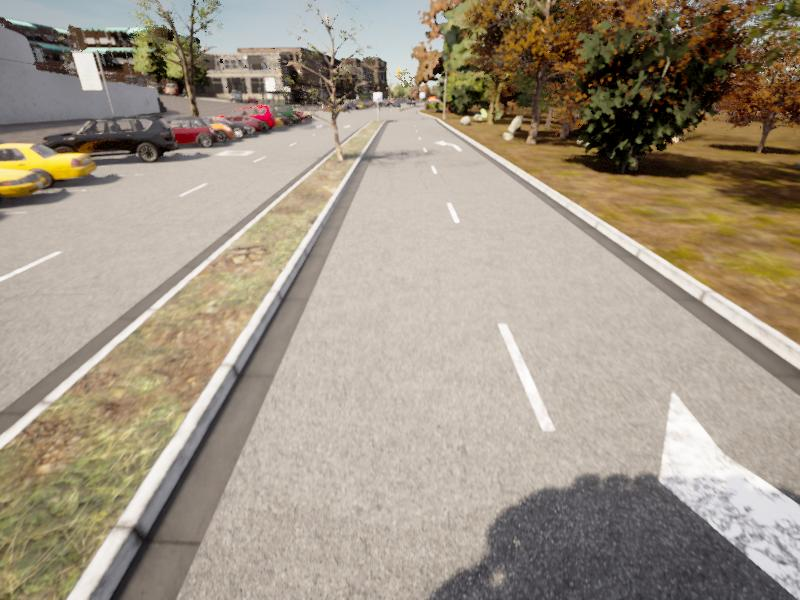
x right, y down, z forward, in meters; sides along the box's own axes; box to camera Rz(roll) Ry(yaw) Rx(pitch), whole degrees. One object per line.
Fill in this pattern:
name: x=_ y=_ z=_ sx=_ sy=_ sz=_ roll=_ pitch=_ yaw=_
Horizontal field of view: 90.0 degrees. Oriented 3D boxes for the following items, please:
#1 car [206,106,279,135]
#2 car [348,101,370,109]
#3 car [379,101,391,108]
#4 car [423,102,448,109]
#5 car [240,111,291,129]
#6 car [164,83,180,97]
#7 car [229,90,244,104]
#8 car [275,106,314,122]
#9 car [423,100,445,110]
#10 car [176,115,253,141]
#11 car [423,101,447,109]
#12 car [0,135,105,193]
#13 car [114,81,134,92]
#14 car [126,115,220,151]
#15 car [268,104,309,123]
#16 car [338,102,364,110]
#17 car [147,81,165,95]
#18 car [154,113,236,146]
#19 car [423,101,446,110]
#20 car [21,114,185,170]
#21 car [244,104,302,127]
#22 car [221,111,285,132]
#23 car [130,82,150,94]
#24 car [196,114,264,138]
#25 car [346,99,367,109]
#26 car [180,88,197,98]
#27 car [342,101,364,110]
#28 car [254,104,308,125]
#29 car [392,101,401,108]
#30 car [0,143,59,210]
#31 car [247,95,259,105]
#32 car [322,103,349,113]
car: x=-13.778 y=-15.890 z=35.272 sx=5.566 sy=2.045 sz=2.435 roll=-10 pitch=29 yaw=-17
car: x=-9.914 y=-46.627 z=95.729 sx=4.892 sy=1.521 sz=2.231 roll=-7 pitch=27 yaw=-12
car: x=-3.893 y=-50.872 z=104.140 sx=2.128 sy=1.511 sz=4.902 roll=3 pitch=27 yaw=7
car: x=8.299 y=-45.075 z=92.690 sx=5.366 sy=1.575 sz=1.946 roll=-5 pitch=28 yaw=-12
car: x=-13.724 y=-18.356 z=40.768 sx=4.674 sy=1.452 sz=2.002 roll=-10 pitch=29 yaw=-17
car: x=-43.052 y=-39.684 z=75.688 sx=1.878 sy=1.987 sz=4.442 roll=-3 pitch=26 yaw=-20
car: x=-31.072 y=-38.700 z=76.188 sx=2.435 sy=2.045 sz=5.566 roll=-4 pitch=26 yaw=-20
car: x=-13.570 y=-23.958 z=51.434 sx=4.553 sy=1.767 sz=2.185 roll=-9 pitch=28 yaw=-17
car: x=7.375 y=-42.566 z=87.276 sx=4.442 sy=1.987 sz=1.878 roll=-6 pitch=28 yaw=-13
car: x=-13.769 y=-12.951 z=30.049 sx=4.892 sy=1.521 sz=2.231 roll=-10 pitch=28 yaw=-17
car: x=8.284 y=-46.376 z=95.227 sx=5.366 sy=1.575 sz=1.946 roll=-5 pitch=28 yaw=-12
car: x=-13.965 y=-4.717 z=13.960 sx=5.366 sy=1.575 sz=1.946 roll=-10 pitch=29 yaw=-17
car: x=-52.156 y=-40.293 z=75.601 sx=2.002 sy=1.452 sz=4.674 roll=-3 pitch=26 yaw=-20
car: x=-13.742 y=-10.341 z=24.649 sx=4.553 sy=1.767 sz=2.185 roll=-10 pitch=29 yaw=-17
car: x=-13.547 y=-22.700 z=48.733 sx=4.442 sy=1.987 sz=1.878 roll=-10 pitch=28 yaw=-17
car: x=-10.708 y=-42.563 z=87.741 sx=5.366 sy=1.575 sz=1.946 roll=-7 pitch=27 yaw=-13
car: x=-46.067 y=-39.950 z=75.587 sx=1.878 sy=1.987 sz=4.442 roll=-3 pitch=26 yaw=-20
car: x=-13.800 y=-11.698 z=27.309 sx=4.553 sy=1.767 sz=2.185 roll=-10 pitch=28 yaw=-17
car: x=7.761 y=-43.826 z=89.967 sx=4.553 sy=1.767 sz=2.185 roll=-6 pitch=28 yaw=-12
car: x=-13.809 y=-7.707 z=19.227 sx=5.566 sy=2.045 sz=2.435 roll=-10 pitch=29 yaw=-17
car: x=-13.741 y=-19.972 z=43.308 sx=5.566 sy=2.045 sz=2.435 roll=-10 pitch=29 yaw=-17
car: x=-13.916 y=-17.004 z=38.015 sx=5.366 sy=1.575 sz=1.946 roll=-10 pitch=29 yaw=-17
car: x=-49.204 y=-40.142 z=75.835 sx=1.946 sy=1.575 sz=5.366 roll=-4 pitch=26 yaw=-20
car: x=-13.782 y=-14.279 z=32.721 sx=4.792 sy=1.488 sz=2.163 roll=-10 pitch=29 yaw=-17
car: x=-10.143 y=-45.482 z=92.978 sx=4.442 sy=1.987 sz=1.878 roll=-7 pitch=27 yaw=-12
car: x=-40.109 y=-39.257 z=75.970 sx=2.231 sy=1.521 sz=4.892 roll=-4 pitch=26 yaw=-20
car: x=-10.612 y=-44.010 z=90.316 sx=4.553 sy=1.767 sz=2.185 roll=-7 pitch=27 yaw=-12
car: x=-13.665 y=-21.347 z=46.015 sx=5.566 sy=2.045 sz=2.435 roll=-10 pitch=28 yaw=-17
car: x=-0.945 y=-50.626 z=103.605 sx=1.816 sy=1.474 sz=4.193 roll=3 pitch=27 yaw=7
car: x=-13.623 y=-3.407 z=11.410 sx=5.366 sy=1.575 sz=1.946 roll=-10 pitch=28 yaw=-17
car: x=-28.079 y=-38.162 z=76.392 sx=2.002 sy=1.452 sz=4.674 roll=-4 pitch=26 yaw=-20
car: x=-10.992 y=-32.774 z=68.274 sx=3.988 sy=1.617 sz=1.851 roll=3 pitch=26 yaw=7
